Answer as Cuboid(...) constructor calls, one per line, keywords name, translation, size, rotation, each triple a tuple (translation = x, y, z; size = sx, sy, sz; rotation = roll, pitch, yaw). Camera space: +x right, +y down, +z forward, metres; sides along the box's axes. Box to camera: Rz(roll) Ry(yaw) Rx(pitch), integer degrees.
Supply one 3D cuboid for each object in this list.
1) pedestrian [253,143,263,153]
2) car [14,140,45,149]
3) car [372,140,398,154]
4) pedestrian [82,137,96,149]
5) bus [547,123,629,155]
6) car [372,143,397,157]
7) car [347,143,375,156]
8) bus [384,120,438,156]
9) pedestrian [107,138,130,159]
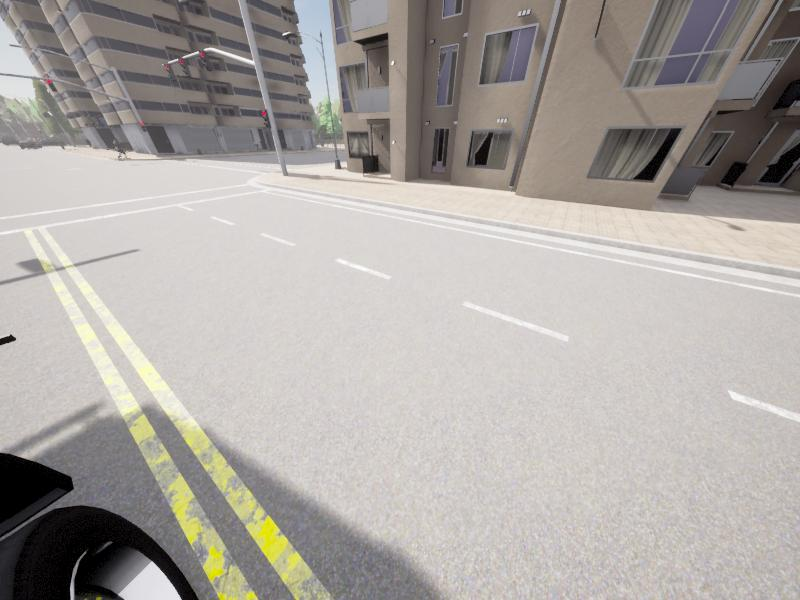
Cuboid(name="pedestrian", translation=(-22.402, -23.978, 36.362), size=(0.751, 1.300, 0.751), rotation=(21, 40, 27))
Cuboid(name="car", translation=(-75.905, -31.898, 47.397), size=(1.812, 1.442, 4.674), rotation=(-22, 41, -29))
Cuboid(name="car", translation=(-2.428, -25.372, 38.288), size=(1.932, 1.855, 4.605), rotation=(21, 40, 26))
Cuboid(name="pedestrian", translation=(-58.156, -29.288, 43.154), size=(0.751, 1.860, 0.751), rotation=(23, 41, 29))
Cuboid(name="bus", translation=(33.399, -29.163, 41.780), size=(10.273, 4.253, 3.944), rotation=(22, 41, 27))
Cuboid(name="car", translation=(-2.205, -21.720, 33.407), size=(1.845, 1.501, 3.633), rotation=(21, 40, 26))
Cuboid(name="car", translation=(-5.710, -22.313, 34.271), size=(1.970, 1.475, 3.806), rotation=(21, 40, 26))
Cuboid(name="bus", translation=(2.067, -26.736, 38.196), size=(3.944, 4.253, 10.273), rotation=(21, 40, 26))
Cuboid(name="pedestrian", translation=(-30.943, -16.664, 25.428), size=(0.751, 1.860, 0.751), rotation=(21, 40, 26))
